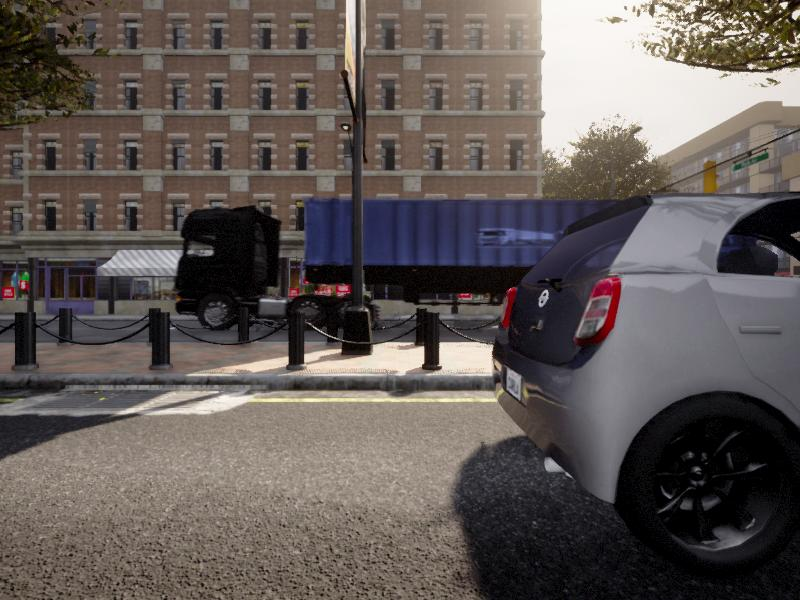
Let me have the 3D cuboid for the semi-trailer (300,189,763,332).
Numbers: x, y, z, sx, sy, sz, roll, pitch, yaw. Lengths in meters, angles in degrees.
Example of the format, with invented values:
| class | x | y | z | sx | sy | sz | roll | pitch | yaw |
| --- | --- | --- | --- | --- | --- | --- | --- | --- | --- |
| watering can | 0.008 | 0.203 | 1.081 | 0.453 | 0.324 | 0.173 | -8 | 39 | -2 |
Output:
| class | x | y | z | sx | sy | sz | roll | pitch | yaw |
| --- | --- | --- | --- | --- | --- | --- | --- | --- | --- |
| semi-trailer | 4.058 | -1.216 | 13.697 | 14.254 | 4.402 | 2.717 | 0 | 0 | 0 |

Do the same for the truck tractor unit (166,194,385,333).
| class | x | y | z | sx | sy | sz | roll | pitch | yaw |
| --- | --- | --- | --- | --- | --- | --- | --- | --- | --- |
| truck tractor unit | -3.856 | -1.118 | 13.693 | 6.516 | 4.208 | 3.053 | 0 | 0 | 0 |

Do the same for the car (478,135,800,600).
| class | x | y | z | sx | sy | sz | roll | pitch | yaw |
| --- | --- | --- | --- | --- | --- | --- | --- | --- | --- |
| car | 2.425 | 0.226 | 2.192 | 3.633 | 1.501 | 1.845 | 0 | 0 | 0 |

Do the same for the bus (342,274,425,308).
| class | x | y | z | sx | sy | sz | roll | pitch | yaw |
| --- | --- | --- | --- | --- | --- | --- | --- | --- | --- |
| bus | -2.059 | -1.133 | 51.914 | 10.273 | 4.253 | 3.944 | 0 | 0 | 0 |

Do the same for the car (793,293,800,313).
| class | x | y | z | sx | sy | sz | roll | pitch | yaw |
| --- | --- | --- | --- | --- | --- | --- | --- | --- | --- |
| car | 30.725 | 0.249 | 28.349 | 1.970 | 1.475 | 3.806 | 0 | 0 | 0 |

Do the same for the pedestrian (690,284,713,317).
| class | x | y | z | sx | sy | sz | roll | pitch | yaw |
| --- | --- | --- | --- | --- | --- | --- | --- | --- | --- |
| pedestrian | 17.171 | 0.035 | 22.819 | 0.751 | 1.860 | 0.751 | 0 | 0 | 2 |
